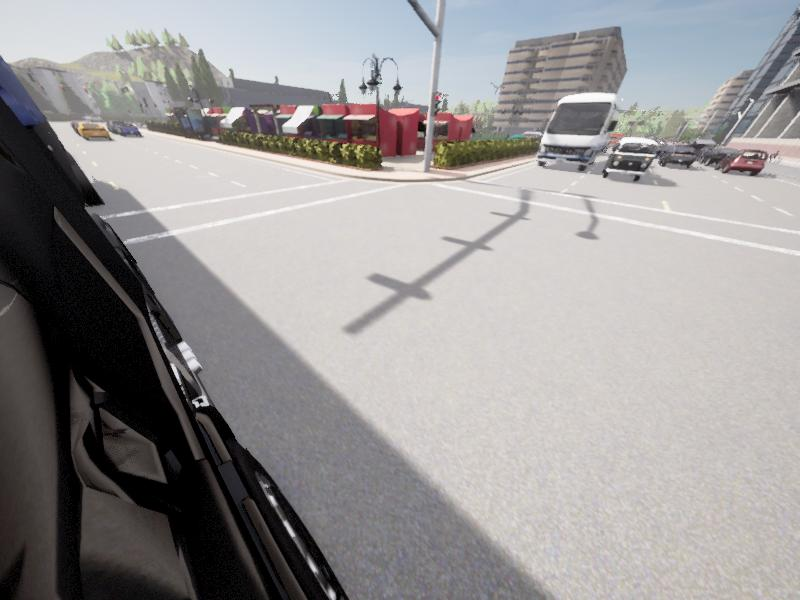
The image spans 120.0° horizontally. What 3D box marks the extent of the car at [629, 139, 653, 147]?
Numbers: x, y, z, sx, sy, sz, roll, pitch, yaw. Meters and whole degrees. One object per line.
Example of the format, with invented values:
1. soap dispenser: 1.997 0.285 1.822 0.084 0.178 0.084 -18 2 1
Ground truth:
1. car: 63.018 -41.024 60.417 4.902 1.511 2.128 -14 40 -21

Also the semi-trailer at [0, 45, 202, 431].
1. semi-trailer: -8.708 -3.574 4.252 14.254 4.402 2.717 28 44 30

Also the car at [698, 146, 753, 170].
1. car: 31.203 -13.822 22.376 1.882 1.535 5.008 28 44 30

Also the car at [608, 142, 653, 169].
1. car: 20.618 -13.054 20.708 2.152 1.651 5.027 28 44 30

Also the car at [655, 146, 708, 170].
1. car: 25.433 -13.078 21.090 2.128 1.511 4.902 27 43 29

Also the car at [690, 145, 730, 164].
1. car: 35.527 -16.833 26.608 1.789 1.549 3.705 28 44 30

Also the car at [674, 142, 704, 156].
1. car: 46.244 -24.329 37.101 1.930 1.638 5.238 28 44 30

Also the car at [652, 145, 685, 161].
1. car: 32.665 -18.056 28.238 1.994 1.385 4.181 28 44 30

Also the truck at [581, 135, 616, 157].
1. truck: 26.064 -20.313 30.281 2.390 2.098 6.274 28 44 30

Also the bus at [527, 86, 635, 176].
1. bus: 14.080 -12.695 17.689 3.944 4.253 10.273 28 44 30

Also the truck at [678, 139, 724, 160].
1. truck: 40.487 -20.499 31.306 2.390 2.098 6.274 28 44 30

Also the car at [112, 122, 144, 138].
1. car: -35.090 -21.951 29.783 4.193 1.474 1.816 28 44 30

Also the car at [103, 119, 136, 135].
1. car: -40.077 -24.670 33.011 4.856 1.649 2.033 28 44 30

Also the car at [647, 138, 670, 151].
1. car: 47.064 -28.371 42.132 1.932 1.855 4.605 28 44 30

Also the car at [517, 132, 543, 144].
1. car: 29.730 -37.204 53.004 4.605 1.855 1.932 28 44 30

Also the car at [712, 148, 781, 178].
1. car: 26.995 -10.914 18.217 1.851 1.617 3.988 28 44 30

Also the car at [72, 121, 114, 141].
1. car: -32.561 -17.912 24.484 5.008 1.535 1.882 28 44 30

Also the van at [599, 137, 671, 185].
1. van: 13.894 -8.579 14.038 2.069 2.038 4.480 24 42 26

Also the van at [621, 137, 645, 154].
1. van: 35.846 -23.794 35.541 1.775 1.987 4.442 28 44 30

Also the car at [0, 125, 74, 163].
1. car: -21.796 -9.370 13.729 4.792 1.488 2.163 28 44 30

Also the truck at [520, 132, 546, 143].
1. truck: 31.545 -38.588 54.788 4.478 2.038 2.069 28 44 30

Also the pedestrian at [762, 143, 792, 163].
1. pedestrian: 42.471 -16.543 26.049 0.751 1.860 0.751 28 44 30

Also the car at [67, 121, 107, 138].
1. car: -37.713 -20.611 27.850 4.792 1.488 2.163 28 44 30

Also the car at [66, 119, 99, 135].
1. car: -42.941 -23.411 31.253 5.008 1.535 1.882 28 44 30

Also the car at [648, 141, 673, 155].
1. car: 42.209 -24.761 37.555 2.007 1.525 4.514 28 44 30

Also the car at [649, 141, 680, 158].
1. car: 37.280 -21.368 32.688 2.152 1.651 5.027 28 44 30

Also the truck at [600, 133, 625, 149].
1. truck: 43.232 -32.413 47.018 2.627 2.467 5.204 28 44 30

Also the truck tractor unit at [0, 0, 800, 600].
1. truck tractor unit: -2.645 -0.295 0.351 6.516 4.208 3.053 28 44 30
